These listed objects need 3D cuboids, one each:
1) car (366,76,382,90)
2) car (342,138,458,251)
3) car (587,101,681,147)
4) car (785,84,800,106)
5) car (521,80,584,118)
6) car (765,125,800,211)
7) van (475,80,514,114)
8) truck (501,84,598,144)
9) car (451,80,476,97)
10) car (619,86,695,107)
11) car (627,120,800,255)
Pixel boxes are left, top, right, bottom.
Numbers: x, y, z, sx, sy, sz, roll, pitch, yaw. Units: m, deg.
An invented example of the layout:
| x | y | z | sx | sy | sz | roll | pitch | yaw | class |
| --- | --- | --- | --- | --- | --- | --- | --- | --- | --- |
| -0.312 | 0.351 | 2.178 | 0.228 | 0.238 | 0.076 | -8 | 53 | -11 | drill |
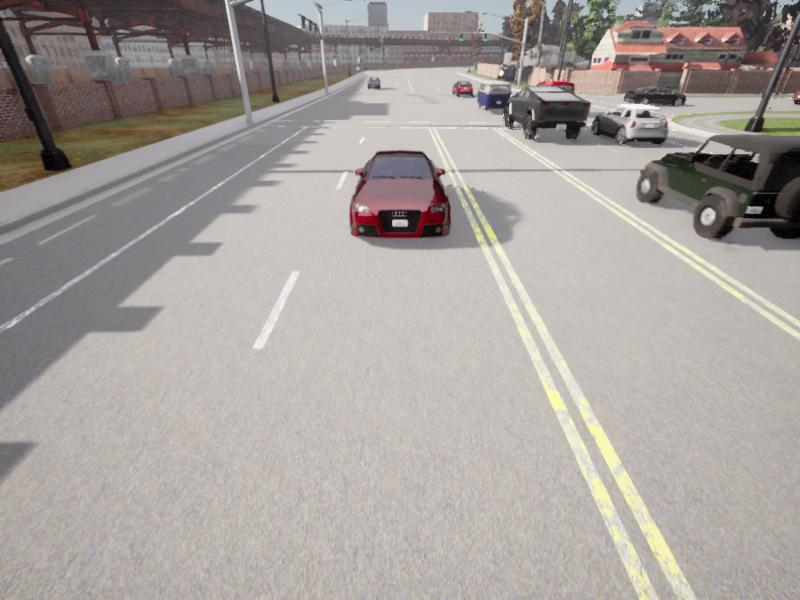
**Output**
| x | y | z | sx | sy | sz | roll | pitch | yaw | class |
| --- | --- | --- | --- | --- | --- | --- | --- | --- | --- |
| -3.525 | -29.768 | 54.889 | 1.845 | 1.501 | 3.633 | 0 | 31 | 0 | car |
| 0.003 | -2.584 | 9.008 | 1.994 | 1.385 | 4.181 | 0 | 30 | 0 | car |
| 10.497 | -8.154 | 18.379 | 1.970 | 1.475 | 3.806 | 0 | 30 | 0 | car |
| 36.551 | -17.438 | 34.035 | 5.027 | 1.651 | 2.152 | -1 | 30 | -1 | car |
| 10.489 | -14.215 | 28.124 | 2.150 | 2.045 | 5.566 | 0 | 30 | 0 | car |
| 10.470 | -2.263 | 7.963 | 1.932 | 1.855 | 4.605 | 0 | 31 | 0 | car |
| 6.987 | -15.288 | 30.009 | 1.775 | 1.987 | 4.442 | 0 | 30 | 0 | van |
| 6.989 | -9.353 | 19.806 | 2.390 | 2.098 | 6.274 | 0 | 30 | 0 | truck |
| 6.981 | -23.463 | 44.322 | 2.007 | 1.525 | 4.514 | 0 | 31 | 0 | car |
| 21.601 | -17.198 | 33.768 | 4.892 | 1.490 | 1.837 | -1 | 30 | -2 | car |
| 7.014 | -2.608 | 8.529 | 1.905 | 1.878 | 3.866 | 0 | 30 | 0 | car |
